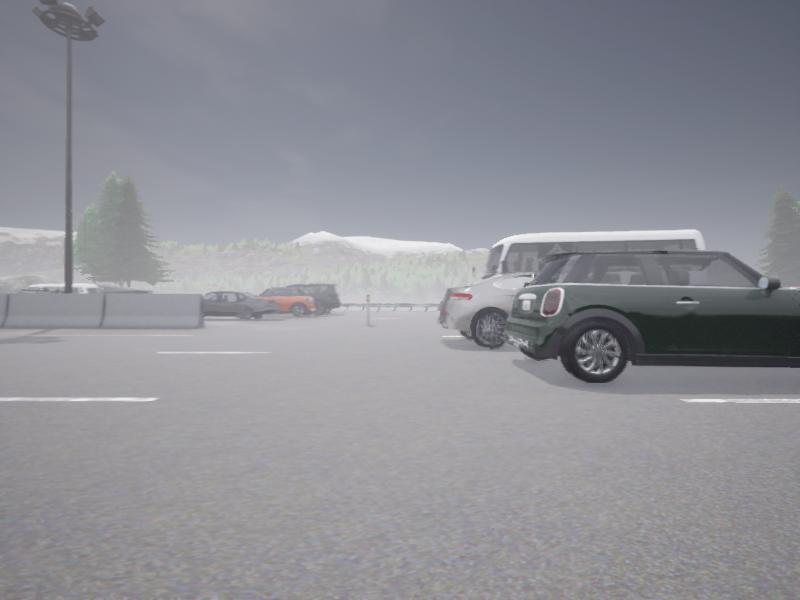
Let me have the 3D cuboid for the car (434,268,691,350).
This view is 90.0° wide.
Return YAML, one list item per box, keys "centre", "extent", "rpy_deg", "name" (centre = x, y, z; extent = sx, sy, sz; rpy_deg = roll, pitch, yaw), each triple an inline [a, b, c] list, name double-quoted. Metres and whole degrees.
- centre: [3.393, 0.186, 9.199]
  extent: [5.027, 1.651, 2.152]
  rpy_deg: [0, 0, 0]
  name: "car"

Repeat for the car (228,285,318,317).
- centre: [-7.235, 0.076, 23.202]
  extent: [4.553, 1.767, 2.097]
  rpy_deg: [0, 0, 0]
  name: "car"

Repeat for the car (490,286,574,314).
- centre: [9.860, -0.011, 30.198]
  extent: [5.566, 2.045, 2.150]
  rpy_deg: [0, 0, 0]
  name: "car"

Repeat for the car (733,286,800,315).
- centre: [28.794, 0.032, 30.192]
  extent: [5.566, 2.045, 2.150]
  rpy_deg: [0, 0, 0]
  name: "car"

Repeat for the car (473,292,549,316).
- centre: [7.326, 0.243, 26.696]
  extent: [4.514, 1.525, 2.007]
  rpy_deg: [0, 0, 0]
  name: "car"

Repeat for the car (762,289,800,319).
- centre: [24.304, 0.209, 23.194]
  extent: [4.611, 1.667, 2.242]
  rpy_deg: [0, 0, 0]
  name: "car"

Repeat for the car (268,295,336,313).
- centre: [-7.310, 0.325, 30.202]
  extent: [4.718, 1.301, 1.895]
  rpy_deg: [0, 0, 0]
  name: "car"

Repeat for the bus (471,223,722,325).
- centre: [9.003, -1.126, 19.575]
  extent: [10.273, 4.253, 3.944]
  rpy_deg: [-1, 0, 0]
  name: "bus"

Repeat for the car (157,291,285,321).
- centre: [-8.652, 0.273, 19.703]
  extent: [5.357, 1.411, 2.033]
  rpy_deg: [0, 0, 0]
  name: "car"

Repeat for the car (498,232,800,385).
- centre: [3.924, 0.101, 5.698]
  extent: [4.553, 1.767, 2.097]
  rpy_deg: [0, 0, 0]
  name: "car"

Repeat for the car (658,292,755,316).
- centre: [20.333, 0.268, 26.693]
  extent: [5.008, 1.535, 1.882]
  rpy_deg: [0, 0, 0]
  name: "car"

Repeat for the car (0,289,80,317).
- centre: [-21.864, 0.169, 23.206]
  extent: [4.974, 1.542, 2.038]
  rpy_deg: [0, 0, 0]
  name: "car"

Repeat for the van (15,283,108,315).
- centre: [-22.481, -0.083, 26.705]
  extent: [4.480, 2.038, 2.069]
  rpy_deg: [0, 0, 0]
  name: "van"

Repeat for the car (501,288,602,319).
- centre: [8.641, 0.199, 23.196]
  extent: [5.027, 1.651, 2.152]
  rpy_deg: [0, 0, 0]
  name: "car"

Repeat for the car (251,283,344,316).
- centre: [-6.723, -0.055, 26.681]
  extent: [5.566, 2.045, 2.150]
  rpy_deg: [-1, 0, 1]
  name: "car"

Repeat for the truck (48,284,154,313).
- centre: [-22.410, -0.112, 30.203]
  extent: [6.274, 2.098, 2.390]
  rpy_deg: [0, 0, 0]
  name: "truck"
